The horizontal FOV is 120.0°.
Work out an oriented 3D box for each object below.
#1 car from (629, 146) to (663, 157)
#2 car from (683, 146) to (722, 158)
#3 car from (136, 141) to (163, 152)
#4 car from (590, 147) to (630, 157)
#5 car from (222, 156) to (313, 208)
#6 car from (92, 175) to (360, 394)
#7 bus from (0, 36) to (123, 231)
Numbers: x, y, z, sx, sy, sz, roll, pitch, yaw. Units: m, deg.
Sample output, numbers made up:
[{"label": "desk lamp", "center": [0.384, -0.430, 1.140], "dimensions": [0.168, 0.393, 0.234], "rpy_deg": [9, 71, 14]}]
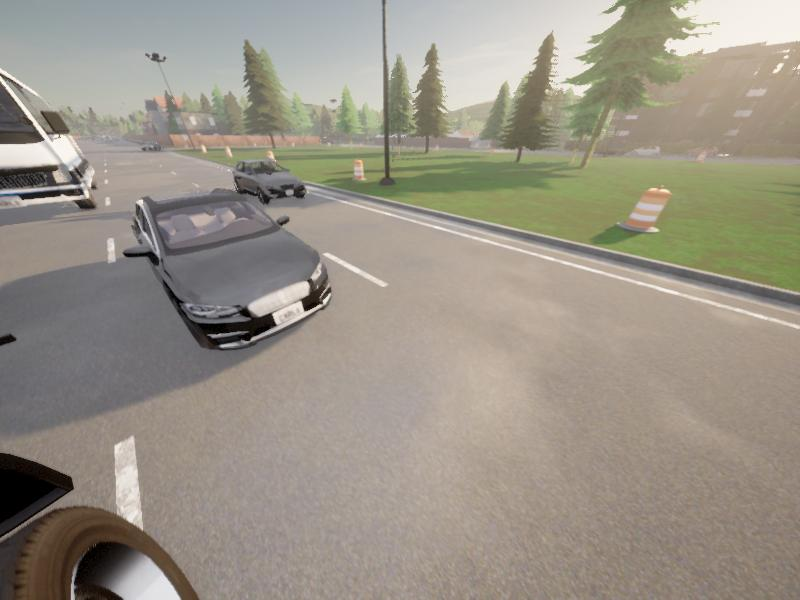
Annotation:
[{"label": "car", "center": [41.546, -25.139, 39.056], "dimensions": [3.633, 1.501, 1.845], "rpy_deg": [29, 44, 35]}, {"label": "car", "center": [51.352, -25.241, 39.328], "dimensions": [3.633, 1.501, 1.845], "rpy_deg": [29, 44, 34]}, {"label": "car", "center": [-44.031, -26.993, 40.668], "dimensions": [1.970, 1.475, 3.806], "rpy_deg": [-17, 38, -23]}, {"label": "car", "center": [35.869, -25.421, 39.592], "dimensions": [4.718, 1.301, 1.895], "rpy_deg": [29, 44, 34]}, {"label": "car", "center": [-5.939, -5.369, 10.257], "dimensions": [4.193, 1.474, 1.816], "rpy_deg": [29, 44, 34]}, {"label": "car", "center": [-3.178, -1.009, 4.030], "dimensions": [4.902, 1.511, 2.128], "rpy_deg": [28, 43, 33]}, {"label": "bus", "center": [-14.820, -6.013, 8.644], "dimensions": [10.273, 4.253, 3.944], "rpy_deg": [29, 44, 34]}]
